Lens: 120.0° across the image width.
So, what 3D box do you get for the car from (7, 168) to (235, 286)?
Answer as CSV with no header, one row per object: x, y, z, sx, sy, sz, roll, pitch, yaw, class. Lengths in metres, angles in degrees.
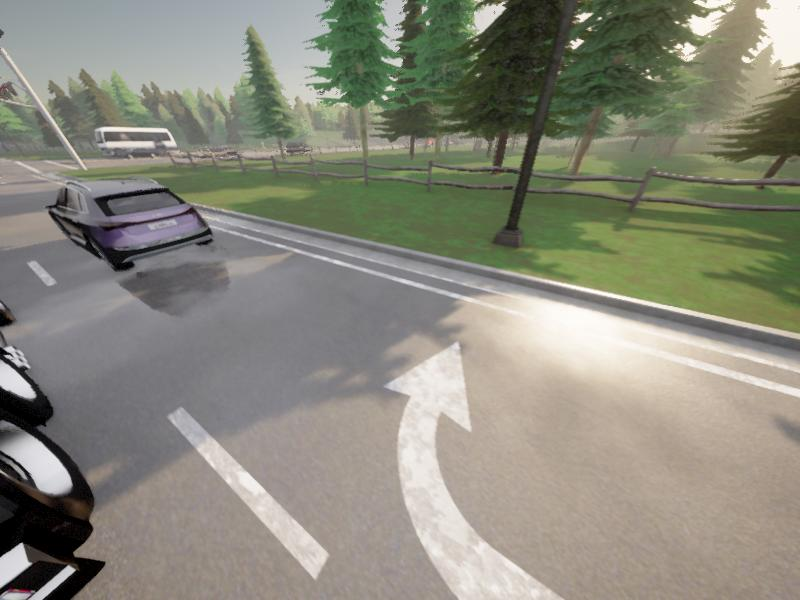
-6.847,-2.136,5.745,4.856,1.649,2.033,18,39,24,car

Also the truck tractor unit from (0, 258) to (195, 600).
-5.103,-0.305,0.807,6.516,4.208,3.053,18,39,25,truck tractor unit

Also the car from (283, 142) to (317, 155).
-19.170,-29.341,44.670,2.150,2.045,5.566,18,39,24,car

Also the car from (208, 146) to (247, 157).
-30.157,-26.067,40.559,1.837,1.490,4.892,18,38,24,car

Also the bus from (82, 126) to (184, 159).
-46.463,-27.903,40.965,3.944,4.253,10.273,18,39,24,bus

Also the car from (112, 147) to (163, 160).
-41.812,-23.499,36.990,1.837,1.490,4.892,18,39,24,car

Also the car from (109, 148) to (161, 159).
-44.529,-24.762,38.927,2.033,1.411,5.357,18,39,24,car
